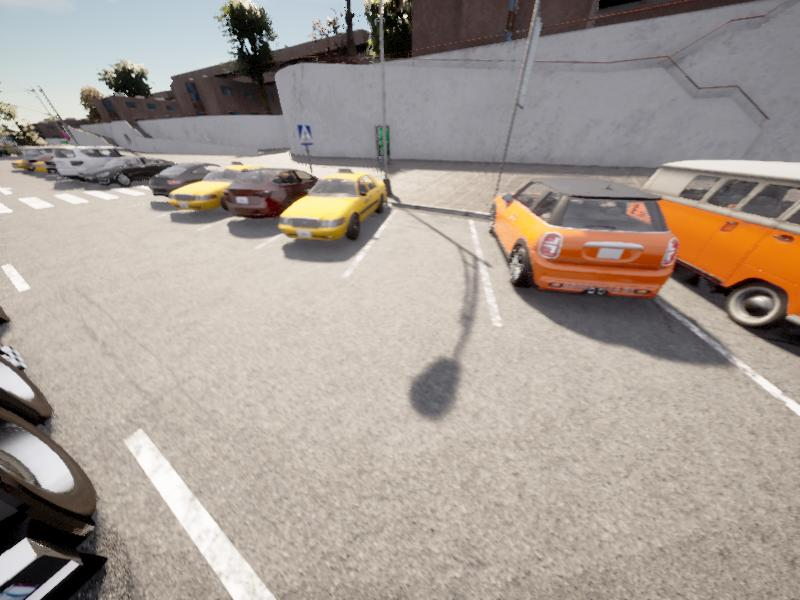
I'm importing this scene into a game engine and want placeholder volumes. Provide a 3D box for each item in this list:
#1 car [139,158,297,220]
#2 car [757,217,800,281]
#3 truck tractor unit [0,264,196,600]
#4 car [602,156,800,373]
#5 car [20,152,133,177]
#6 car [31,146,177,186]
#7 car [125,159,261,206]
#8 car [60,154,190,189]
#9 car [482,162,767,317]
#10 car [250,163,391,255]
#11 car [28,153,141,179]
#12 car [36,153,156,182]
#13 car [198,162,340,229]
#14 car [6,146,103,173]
[{"bbox_3d":[-6.972,-5.019,9.931,1.946,1.575,5.366,6,35,8],"label":"car"},{"bbox_3d":[8.556,-0.030,2.708,2.002,1.452,4.674,5,34,8],"label":"car"},{"bbox_3d":[-5.111,-0.300,0.784,6.516,4.208,3.053,18,39,24],"label":"truck tractor unit"},{"bbox_3d":[5.965,-1.020,3.702,1.878,1.987,4.442,6,35,8],"label":"car"},{"bbox_3d":[-27.568,-11.913,20.121,1.946,1.575,5.366,5,34,9],"label":"car"},{"bbox_3d":[-19.852,-9.538,16.137,2.435,2.045,5.566,5,34,8],"label":"car"},{"bbox_3d":[-9.527,-5.927,11.335,2.002,1.452,4.674,6,35,8],"label":"car"},{"bbox_3d":[-17.261,-8.480,15.023,2.231,1.521,4.892,6,35,8],"label":"car"},{"bbox_3d":[3.383,-1.828,5.066,2.185,1.767,4.553,6,35,8],"label":"car"},{"bbox_3d":[-1.806,-3.327,7.471,1.946,1.575,5.366,6,35,8],"label":"car"},{"bbox_3d":[-25.020,-10.973,18.727,2.231,1.521,4.892,5,34,8],"label":"car"},{"bbox_3d":[-22.429,-10.148,17.494,2.097,1.535,5.008,6,34,8],"label":"car"},{"bbox_3d":[-4.357,-4.266,8.895,2.163,1.488,4.792,6,35,8],"label":"car"},{"bbox_3d":[-32.781,-13.587,22.231,1.878,1.987,4.442,6,34,8],"label":"car"}]
